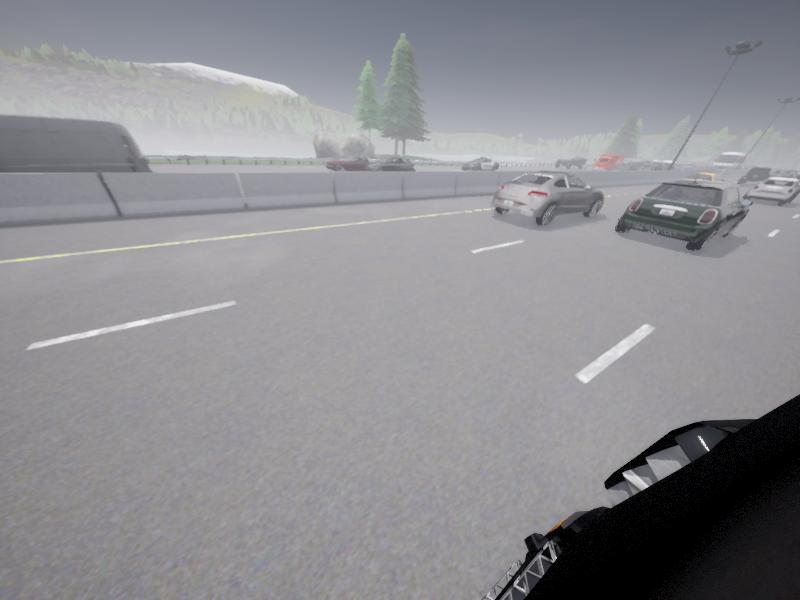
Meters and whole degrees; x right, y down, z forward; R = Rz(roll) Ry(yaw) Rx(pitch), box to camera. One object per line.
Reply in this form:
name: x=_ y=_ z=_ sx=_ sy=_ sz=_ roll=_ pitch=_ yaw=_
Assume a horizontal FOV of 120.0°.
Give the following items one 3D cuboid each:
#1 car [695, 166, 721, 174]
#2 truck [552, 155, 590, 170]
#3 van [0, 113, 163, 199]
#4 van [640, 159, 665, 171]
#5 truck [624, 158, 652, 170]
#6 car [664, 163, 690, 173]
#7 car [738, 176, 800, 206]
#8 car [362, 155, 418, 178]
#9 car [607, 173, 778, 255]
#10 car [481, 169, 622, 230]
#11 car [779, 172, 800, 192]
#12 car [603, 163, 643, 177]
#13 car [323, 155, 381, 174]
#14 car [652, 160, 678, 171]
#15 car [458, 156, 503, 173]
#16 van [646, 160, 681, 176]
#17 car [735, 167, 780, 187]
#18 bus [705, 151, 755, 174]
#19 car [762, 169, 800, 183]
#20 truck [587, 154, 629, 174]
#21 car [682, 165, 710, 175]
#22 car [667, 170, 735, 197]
car: x=66.425 y=-28.069 z=49.837 sx=5.357 sy=1.411 sz=2.033 roll=-16 pitch=38 yaw=-26
truck: x=31.025 y=-24.958 z=41.903 sx=6.274 sy=2.098 sz=2.390 roll=-16 pitch=38 yaw=-26
van: x=-14.024 y=-5.576 z=8.997 sx=5.915 sy=2.561 sz=1.988 roll=-16 pitch=38 yaw=-26
van: x=55.758 y=-29.754 z=51.014 sx=4.480 sy=2.038 sz=2.069 roll=-16 pitch=38 yaw=-26
truck: x=56.311 y=-32.177 z=54.638 sx=6.274 sy=2.098 sz=2.390 roll=-16 pitch=38 yaw=-26
car: x=59.791 y=-28.487 z=49.808 sx=4.974 sy=1.542 sz=2.038 roll=-16 pitch=38 yaw=-26
car: x=25.897 y=-7.582 z=15.941 sx=3.806 sy=1.475 sz=1.970 roll=-16 pitch=38 yaw=-26
car: x=-0.813 y=-11.142 z=19.315 sx=4.193 sy=1.474 sz=1.816 roll=-16 pitch=38 yaw=-26
car: x=9.606 y=-3.065 z=7.648 sx=4.553 sy=1.767 sz=2.097 roll=-16 pitch=38 yaw=-26
car: x=6.045 y=-4.215 z=9.269 sx=5.027 sy=1.651 sz=2.152 roll=-16 pitch=38 yaw=-26
car: x=41.861 y=-12.192 z=23.945 sx=3.988 sy=1.617 sz=1.851 roll=-16 pitch=38 yaw=-26
car: x=30.796 y=-17.943 z=31.862 sx=4.902 sy=1.511 sz=2.128 roll=-16 pitch=38 yaw=-26
car: x=-4.263 y=-12.323 z=20.997 sx=4.718 sy=1.301 sz=1.895 roll=-16 pitch=38 yaw=-26
car: x=62.397 y=-31.651 z=54.356 sx=5.566 sy=2.045 sz=2.150 roll=-16 pitch=38 yaw=-26
car: x=9.761 y=-16.477 z=28.074 sx=4.974 sy=1.542 sz=2.038 roll=-17 pitch=38 yaw=-26
van: x=43.433 y=-21.769 z=38.082 sx=4.480 sy=2.038 sz=2.069 roll=-16 pitch=38 yaw=-26
car: x=42.912 y=-14.845 z=27.758 sx=3.866 sy=1.878 sz=1.905 roll=-16 pitch=38 yaw=-26
bus: x=78.561 y=-32.625 z=55.015 sx=10.273 sy=4.253 sz=3.944 roll=-16 pitch=38 yaw=-26
car: x=60.420 y=-19.751 z=36.639 sx=4.611 sy=1.667 sz=2.242 roll=-16 pitch=38 yaw=-26
truck: x=32.446 y=-21.245 z=36.090 sx=5.204 sy=2.467 sz=2.627 roll=-18 pitch=39 yaw=-29
car: x=59.255 y=-26.036 z=46.215 sx=4.902 sy=1.511 sz=2.128 roll=-16 pitch=38 yaw=-26
car: x=23.720 y=-9.241 z=18.182 sx=5.366 sy=1.575 sz=1.801 roll=-16 pitch=38 yaw=-26
